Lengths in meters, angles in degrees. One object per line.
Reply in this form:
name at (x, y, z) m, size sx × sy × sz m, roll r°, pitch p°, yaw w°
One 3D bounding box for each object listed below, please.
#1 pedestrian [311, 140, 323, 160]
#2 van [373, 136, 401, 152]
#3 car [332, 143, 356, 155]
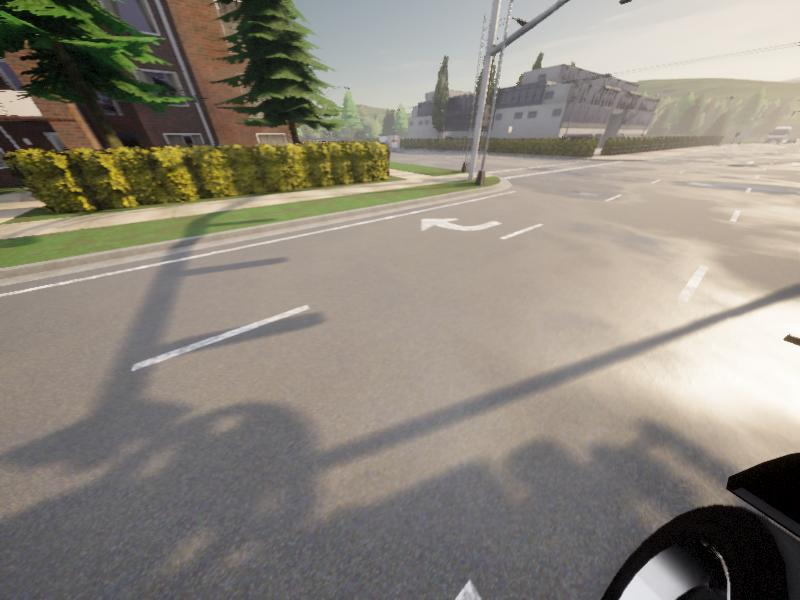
pedestrian at (-9.686, -17.516, 26.953) m, size 0.751 × 1.860 × 0.751 m, roll -21°, pitch 40°, yaw -27°
van at (-2.637, -30.903, 45.702) m, size 2.351 × 2.431 × 6.366 m, roll -21°, pitch 40°, yaw -27°
car at (-9.423, -25.460, 38.821) m, size 2.038 × 1.542 × 4.974 m, roll -21°, pitch 40°, yaw -27°
